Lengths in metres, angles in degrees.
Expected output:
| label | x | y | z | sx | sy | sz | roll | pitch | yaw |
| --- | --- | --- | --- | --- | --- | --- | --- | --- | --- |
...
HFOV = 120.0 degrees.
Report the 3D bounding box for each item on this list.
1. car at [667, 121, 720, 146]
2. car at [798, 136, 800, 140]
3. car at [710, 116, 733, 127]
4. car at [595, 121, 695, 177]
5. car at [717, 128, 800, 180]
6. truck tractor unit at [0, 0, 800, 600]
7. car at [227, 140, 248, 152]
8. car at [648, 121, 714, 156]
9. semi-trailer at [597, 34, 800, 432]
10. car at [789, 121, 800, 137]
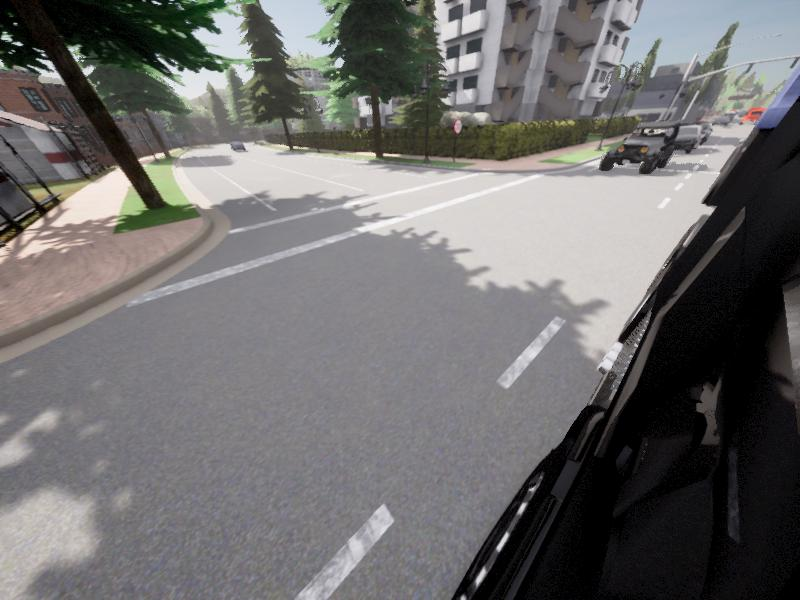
| label | x | y | z | sx | sy | sz | roll | pitch | yaw |
| --- | --- | --- | --- | --- | --- | --- | --- | --- | --- |
| car | 25.695 | -14.598 | 20.181 | 4.974 | 1.542 | 2.038 | -29 | 44 | -30 |
| car | 33.021 | -13.091 | 17.651 | 5.366 | 1.575 | 1.801 | -29 | 44 | -30 |
| car | 58.601 | -32.556 | 42.073 | 4.674 | 1.442 | 1.812 | -29 | 44 | -30 |
| car | 11.763 | -7.366 | 11.135 | 3.866 | 1.878 | 1.905 | -26 | 43 | -27 |
| car | 15.714 | -6.340 | 9.856 | 3.806 | 1.475 | 1.970 | -29 | 44 | -30 |
| truck tractor unit | 2.645 | -0.295 | 0.351 | 6.516 | 4.208 | 3.053 | -28 | 44 | -30 |
| car | -26.592 | -25.119 | 37.679 | 2.033 | 1.411 | 5.357 | -24 | 42 | -26 |
| car | 19.670 | -11.349 | 16.145 | 5.238 | 1.638 | 1.930 | -29 | 44 | -30 |
| semi-trailer | 8.744 | -3.580 | 4.174 | 14.254 | 4.402 | 2.717 | -28 | 43 | -29 |
| car | 38.356 | -16.129 | 21.109 | 4.605 | 1.855 | 1.932 | -29 | 44 | -30 |
